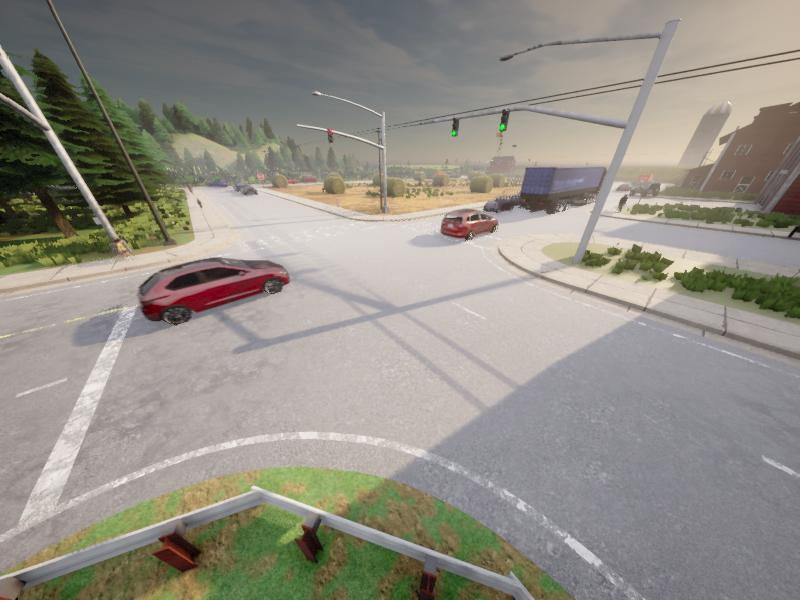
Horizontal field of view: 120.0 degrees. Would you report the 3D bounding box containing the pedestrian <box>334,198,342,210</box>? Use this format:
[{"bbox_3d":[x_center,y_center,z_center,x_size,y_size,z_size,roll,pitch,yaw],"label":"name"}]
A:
[{"bbox_3d":[-6.604,-10.148,24.472,0.500,1.100,0.500,-24,38,-35],"label":"pedestrian"}]

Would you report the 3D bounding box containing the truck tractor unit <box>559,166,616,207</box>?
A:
[{"bbox_3d":[23.945,-14.665,29.461,6.516,4.208,3.053,-23,37,-34],"label":"truck tractor unit"}]

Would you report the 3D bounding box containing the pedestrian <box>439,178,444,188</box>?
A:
[{"bbox_3d":[8.777,-24.971,49.326,0.751,1.860,0.751,-1,30,-1],"label":"pedestrian"}]

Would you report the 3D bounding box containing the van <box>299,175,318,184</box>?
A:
[{"bbox_3d":[-26.052,-34.335,65.762,4.442,1.987,1.775,-20,36,-31],"label":"van"}]

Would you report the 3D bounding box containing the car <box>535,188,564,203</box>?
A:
[{"bbox_3d":[20.426,-14.296,31.502,3.705,1.549,1.789,-23,37,-34],"label":"car"}]

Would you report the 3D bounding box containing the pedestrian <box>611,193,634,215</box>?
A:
[{"bbox_3d":[20.750,-8.978,21.586,0.751,1.860,0.751,5,30,9],"label":"pedestrian"}]

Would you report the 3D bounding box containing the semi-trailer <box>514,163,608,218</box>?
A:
[{"bbox_3d":[17.823,-12.242,25.068,14.254,4.402,2.717,-22,36,-33],"label":"semi-trailer"}]

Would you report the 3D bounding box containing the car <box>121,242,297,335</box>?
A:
[{"bbox_3d":[-6.187,-0.692,8.032,4.193,1.474,1.816,-26,39,-38],"label":"car"}]

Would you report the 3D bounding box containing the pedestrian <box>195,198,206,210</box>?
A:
[{"bbox_3d":[-21.317,-10.243,24.636,0.500,1.100,0.500,-24,38,-35],"label":"pedestrian"}]

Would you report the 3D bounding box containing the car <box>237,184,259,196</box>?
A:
[{"bbox_3d":[-25.908,-18.764,39.320,2.038,1.542,4.974,-22,37,-33],"label":"car"}]

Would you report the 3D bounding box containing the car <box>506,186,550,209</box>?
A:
[{"bbox_3d":[15.392,-12.350,27.640,5.566,2.045,2.150,-23,37,-34],"label":"car"}]

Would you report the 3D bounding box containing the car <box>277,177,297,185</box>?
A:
[{"bbox_3d":[-30.701,-32.401,62.873,4.514,1.525,2.007,-20,36,-31],"label":"car"}]

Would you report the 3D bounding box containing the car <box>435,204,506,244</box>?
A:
[{"bbox_3d":[4.890,-5.393,15.966,4.611,1.667,2.242,-23,37,-34],"label":"car"}]

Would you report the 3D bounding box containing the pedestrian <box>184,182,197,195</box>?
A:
[{"bbox_3d":[-33.689,-17.913,37.161,0.751,1.860,0.751,-14,33,-23],"label":"pedestrian"}]

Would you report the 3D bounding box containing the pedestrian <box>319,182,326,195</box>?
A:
[{"bbox_3d":[-12.688,-18.351,37.883,0.751,1.860,0.751,-17,34,-26],"label":"pedestrian"}]

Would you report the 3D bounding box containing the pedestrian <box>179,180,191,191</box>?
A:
[{"bbox_3d":[-40.899,-21.830,43.945,0.751,1.860,0.751,15,33,24],"label":"pedestrian"}]

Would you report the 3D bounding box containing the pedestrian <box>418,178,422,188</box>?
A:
[{"bbox_3d":[4.220,-25.043,49.450,0.751,1.860,0.751,3,30,5],"label":"pedestrian"}]

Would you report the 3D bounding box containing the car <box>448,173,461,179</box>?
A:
[{"bbox_3d":[21.931,-49.974,93.043,4.553,1.767,2.097,-20,36,-31],"label":"car"}]

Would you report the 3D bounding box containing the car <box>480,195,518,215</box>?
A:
[{"bbox_3d":[10.235,-9.931,23.957,3.633,1.501,1.845,-23,37,-34],"label":"car"}]

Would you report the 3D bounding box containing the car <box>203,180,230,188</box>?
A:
[{"bbox_3d":[-42.268,-26.799,53.260,4.514,1.525,2.007,4,30,5],"label":"car"}]

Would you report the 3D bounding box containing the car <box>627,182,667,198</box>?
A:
[{"bbox_3d":[37.519,-16.849,35.271,1.905,1.878,3.866,-2,28,9],"label":"car"}]

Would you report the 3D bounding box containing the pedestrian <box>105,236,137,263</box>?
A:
[{"bbox_3d":[-13.266,-2.399,10.997,0.500,1.100,0.500,-19,35,-29],"label":"pedestrian"}]

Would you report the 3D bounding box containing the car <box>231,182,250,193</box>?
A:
[{"bbox_3d":[-30.385,-21.484,44.022,1.882,1.535,5.008,-22,37,-34],"label":"car"}]
